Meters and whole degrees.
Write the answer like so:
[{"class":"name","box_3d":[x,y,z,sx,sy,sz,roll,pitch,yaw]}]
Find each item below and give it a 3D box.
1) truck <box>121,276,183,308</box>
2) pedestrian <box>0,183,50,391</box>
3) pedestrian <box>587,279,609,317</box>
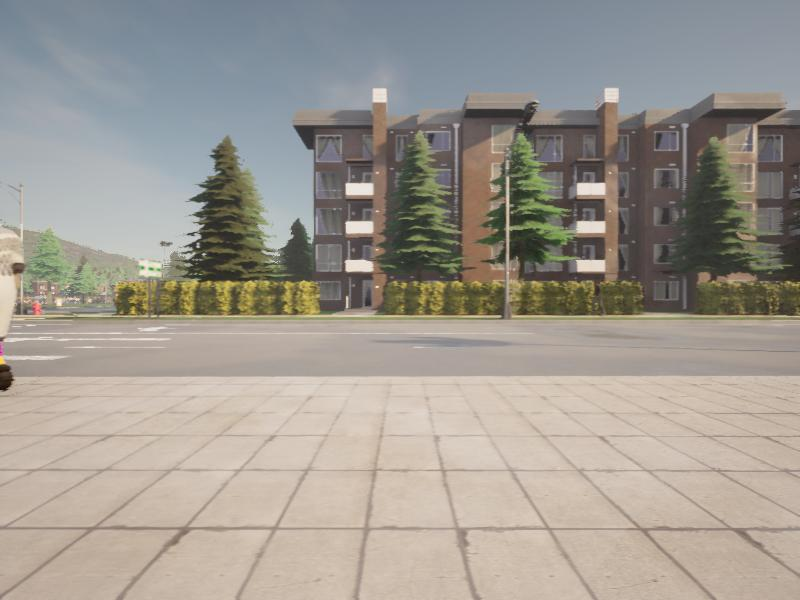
[{"class":"truck","box_3d":[-32.001,-0.928,52.141,2.891,3.827,8.468,0,0,0]},{"class":"pedestrian","box_3d":[-3.937,-0.116,3.724,0.751,1.860,0.751,0,0,21]},{"class":"pedestrian","box_3d":[9.895,-0.112,20.006,0.751,1.860,0.751,0,0,1]}]
